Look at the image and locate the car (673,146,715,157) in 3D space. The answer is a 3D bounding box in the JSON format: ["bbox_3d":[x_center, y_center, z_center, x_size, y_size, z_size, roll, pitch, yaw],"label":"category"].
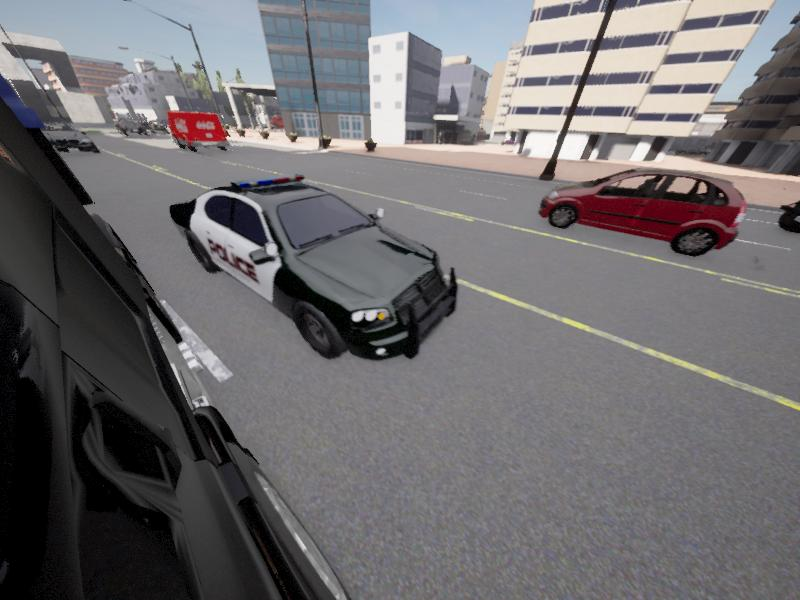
[{"bbox_3d":[63.680,-32.198,50.149,5.238,1.638,1.930,23,41,26],"label":"car"}]

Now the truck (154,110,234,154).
[{"bbox_3d":[-16.433,-13.476,18.507,5.204,2.467,2.627,25,42,27],"label":"truck"}]

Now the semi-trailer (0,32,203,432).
[{"bbox_3d":[-8.788,-3.547,4.131,14.254,4.402,2.717,27,43,29],"label":"semi-trailer"}]

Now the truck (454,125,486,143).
[{"bbox_3d":[21.561,-51.583,71.677,8.468,3.827,2.891,25,42,25],"label":"truck"}]

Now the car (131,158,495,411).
[{"bbox_3d":[-1.544,-0.963,3.559,4.974,1.542,2.038,25,42,27],"label":"car"}]

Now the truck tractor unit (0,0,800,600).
[{"bbox_3d":[-2.645,-0.295,0.351,6.516,4.208,3.053,28,44,30],"label":"truck tractor unit"}]

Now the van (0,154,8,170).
[{"bbox_3d":[-19.714,-7.024,10.090,4.442,1.987,1.775,25,42,27],"label":"van"}]

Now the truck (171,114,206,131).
[{"bbox_3d":[-42.422,-35.716,46.492,2.627,2.467,5.204,-4,37,-10],"label":"truck"}]

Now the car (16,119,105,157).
[{"bbox_3d":[-21.352,-10.247,14.545,4.611,1.667,2.242,25,42,27],"label":"car"}]

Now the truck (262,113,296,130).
[{"bbox_3d":[-38.371,-56.756,73.690,2.891,3.827,8.468,24,42,26],"label":"truck"}]

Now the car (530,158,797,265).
[{"bbox_3d":[6.111,-2.612,6.196,3.988,1.617,1.851,25,42,27],"label":"car"}]

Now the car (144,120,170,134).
[{"bbox_3d":[-35.903,-25.579,34.143,3.705,1.549,1.789,30,45,33],"label":"car"}]

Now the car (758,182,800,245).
[{"bbox_3d":[13.064,-2.077,5.696,3.866,1.878,1.905,25,42,27],"label":"car"}]

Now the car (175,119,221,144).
[{"bbox_3d":[-22.086,-18.468,25.300,4.605,1.855,1.932,26,43,26],"label":"car"}]

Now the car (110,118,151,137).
[{"bbox_3d":[-33.408,-21.334,28.596,5.027,1.651,2.152,28,43,29],"label":"car"}]
